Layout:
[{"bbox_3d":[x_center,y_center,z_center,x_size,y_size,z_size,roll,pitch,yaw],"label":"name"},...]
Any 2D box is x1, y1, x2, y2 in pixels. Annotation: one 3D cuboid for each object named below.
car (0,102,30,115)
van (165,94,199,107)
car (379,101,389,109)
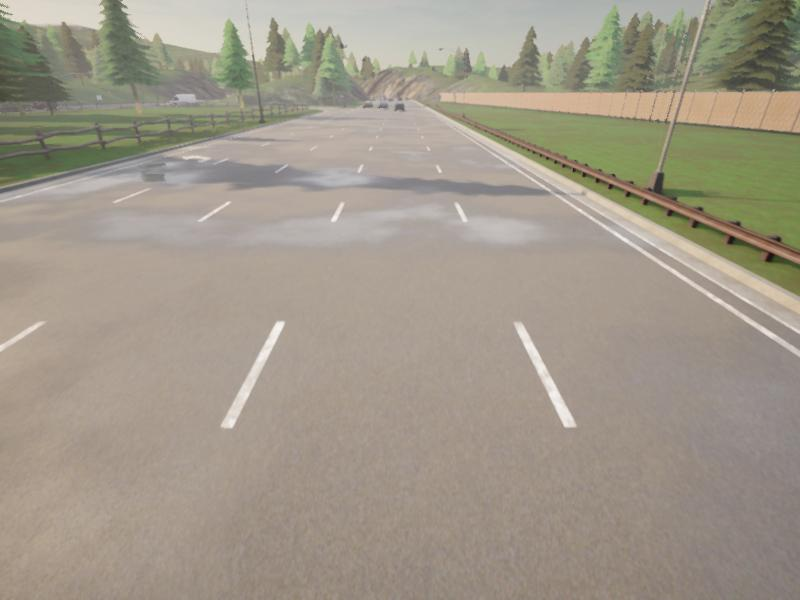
[{"bbox_3d":[-60.971,-29.849,62.214,2.152,1.651,5.027,0,27,0],"label":"car"},{"bbox_3d":[-48.236,-44.171,88.662,5.915,2.561,1.988,-10,29,-19],"label":"van"},{"bbox_3d":[-3.546,-42.286,86.743,1.994,1.385,4.181,0,27,0],"label":"car"}]
